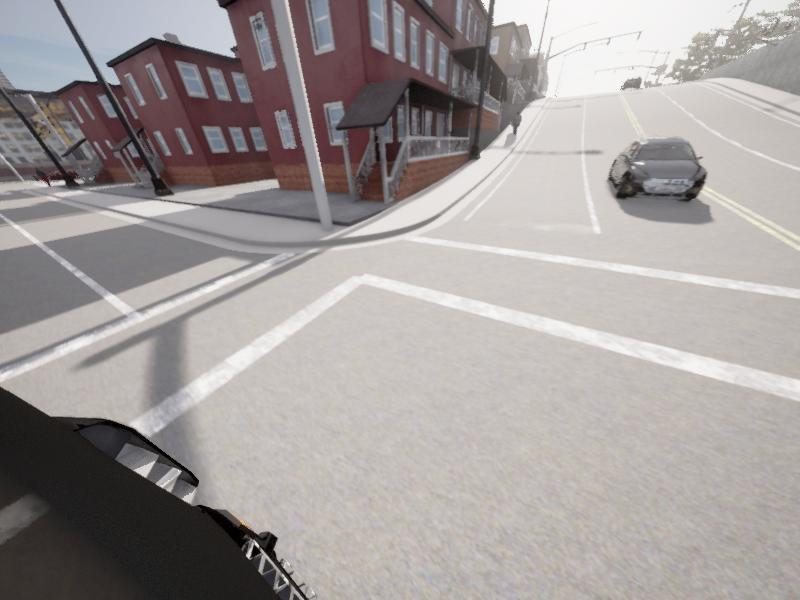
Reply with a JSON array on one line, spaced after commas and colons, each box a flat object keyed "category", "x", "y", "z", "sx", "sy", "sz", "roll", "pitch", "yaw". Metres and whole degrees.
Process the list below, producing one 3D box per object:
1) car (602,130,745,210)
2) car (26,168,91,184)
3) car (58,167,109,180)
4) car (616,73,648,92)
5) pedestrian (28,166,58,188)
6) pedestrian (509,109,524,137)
[{"category": "car", "x": 9.347, "y": -5.007, "z": 8.562, "sx": 2.033, "sy": 1.649, "sz": 4.856, "roll": 16, "pitch": 43, "yaw": 26}, {"category": "car", "x": -50.197, "y": -18.424, "z": 34.119, "sx": 1.882, "sy": 1.535, "sz": 5.008, "roll": 15, "pitch": 37, "yaw": 25}, {"category": "car", "x": -51.799, "y": -20.814, "z": 37.927, "sx": 1.812, "sy": 1.442, "sz": 4.674, "roll": 16, "pitch": 38, "yaw": 26}, {"category": "car", "x": 32.649, "y": -30.626, "z": 32.653, "sx": 2.128, "sy": 1.511, "sz": 4.902, "roll": 15, "pitch": 42, "yaw": 26}, {"category": "pedestrian", "x": -36.012, "y": -12.388, "z": 23.340, "sx": 0.751, "sy": 1.860, "sz": 0.751, "roll": 15, "pitch": 38, "yaw": 25}, {"category": "pedestrian", "x": 10.165, "y": -15.388, "z": 20.156, "sx": 0.751, "sy": 1.860, "sz": 0.751, "roll": 15, "pitch": 37, "yaw": 25}]
